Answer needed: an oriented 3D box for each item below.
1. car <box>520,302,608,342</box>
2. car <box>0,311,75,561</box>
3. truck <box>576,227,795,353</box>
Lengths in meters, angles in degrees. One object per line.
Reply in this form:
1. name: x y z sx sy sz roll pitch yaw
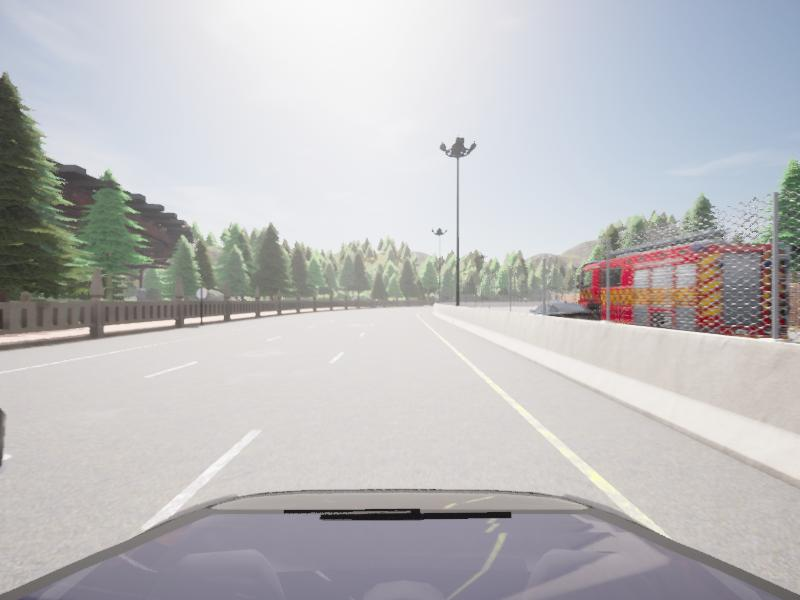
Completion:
1. car: 6.998 0.840 17.740 1.882 1.535 5.008 0 0 0
2. car: -3.499 0.837 0.546 2.128 1.511 4.902 0 0 0
3. truck: 10.503 -0.305 16.340 2.891 3.827 8.468 0 0 0
